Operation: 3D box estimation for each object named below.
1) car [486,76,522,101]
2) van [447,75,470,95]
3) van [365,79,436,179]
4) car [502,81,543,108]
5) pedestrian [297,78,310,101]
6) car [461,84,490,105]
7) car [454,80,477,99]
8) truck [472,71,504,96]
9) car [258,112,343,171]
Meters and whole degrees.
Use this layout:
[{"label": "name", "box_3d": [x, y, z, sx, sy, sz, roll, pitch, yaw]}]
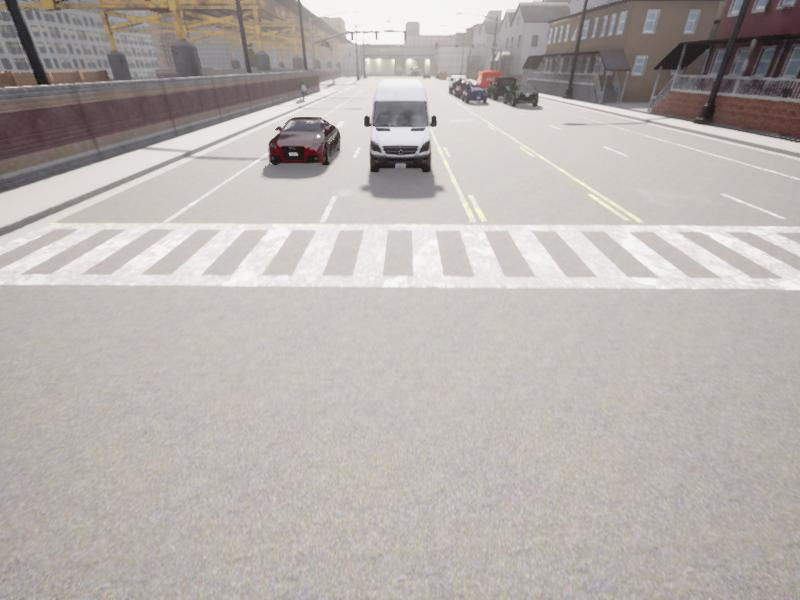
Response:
[{"label": "car", "box_3d": [10.519, -21.728, 41.044, 2.150, 2.045, 5.566, 0, 30, 0]}, {"label": "van", "box_3d": [7.047, -26.238, 48.747, 2.069, 2.038, 4.480, 0, 30, 0]}, {"label": "van", "box_3d": [0.015, -6.331, 14.277, 1.988, 2.561, 5.915, 0, 30, 0]}, {"label": "car", "box_3d": [10.535, -17.963, 34.868, 2.097, 1.767, 4.553, 0, 30, 0]}, {"label": "pedestrian", "box_3d": [-8.990, -19.623, 37.285, 0.751, 1.860, 0.751, 2, 30, 3]}, {"label": "car", "box_3d": [7.028, -19.406, 37.677, 1.812, 1.442, 4.674, 0, 30, 0]}, {"label": "car", "box_3d": [7.043, -22.945, 43.556, 1.851, 1.617, 3.988, 0, 30, 0]}, {"label": "truck", "box_3d": [10.423, -25.886, 47.723, 2.627, 2.467, 5.204, 1, 30, 1]}, {"label": "car", "box_3d": [-3.469, -5.997, 14.865, 1.994, 1.385, 4.181, 1, 30, 1]}]
